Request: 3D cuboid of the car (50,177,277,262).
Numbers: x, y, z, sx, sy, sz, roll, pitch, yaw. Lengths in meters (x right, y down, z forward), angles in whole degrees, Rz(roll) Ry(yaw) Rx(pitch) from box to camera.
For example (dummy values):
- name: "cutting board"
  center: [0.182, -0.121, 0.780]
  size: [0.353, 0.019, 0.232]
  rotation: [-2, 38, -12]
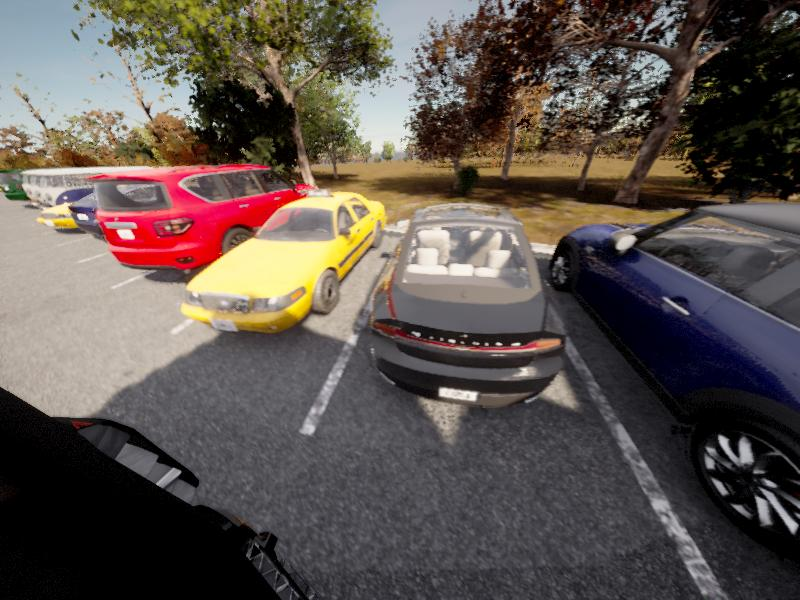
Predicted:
- name: "car"
  center: [-6.764, -2.977, 7.669]
  size: [2.163, 1.488, 4.792]
  rotation: [5, 33, 10]

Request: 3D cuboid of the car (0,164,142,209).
- name: "car"
  center: [-22.083, -7.772, 15.561]
  size: [2.435, 2.045, 5.566]
  rotation: [4, 33, 10]

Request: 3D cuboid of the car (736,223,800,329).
- name: "car"
  center: [6.020, 0.700, 1.097]
  size: [2.097, 1.535, 5.008]
  rotation: [4, 33, 10]

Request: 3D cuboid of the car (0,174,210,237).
- name: "car"
  center: [-11.901, -4.428, 10.186]
  size: [1.946, 1.575, 5.366]
  rotation: [5, 33, 10]

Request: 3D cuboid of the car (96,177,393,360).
- name: "car"
  center: [-1.687, -1.419, 4.869]
  size: [1.946, 1.575, 5.366]
  rotation: [4, 33, 10]

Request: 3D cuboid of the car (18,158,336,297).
- name: "car"
  center: [-4.217, -2.492, 6.235]
  size: [2.435, 2.045, 5.566]
  rotation: [4, 33, 10]

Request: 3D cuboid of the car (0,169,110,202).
- name: "car"
  center: [-27.195, -9.144, 18.248]
  size: [2.185, 1.767, 4.553]
  rotation: [4, 33, 10]

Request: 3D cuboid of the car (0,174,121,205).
- name: "car"
  center: [-24.624, -8.267, 17.029]
  size: [2.002, 1.452, 4.674]
  rotation: [5, 33, 10]

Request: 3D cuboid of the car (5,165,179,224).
- name: "car"
  center: [-14.445, -5.408, 11.456]
  size: [1.878, 1.987, 4.442]
  rotation: [5, 33, 10]

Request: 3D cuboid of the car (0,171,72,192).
- name: "car"
  center: [-41.354, -13.265, 25.771]
  size: [2.231, 1.521, 4.892]
  rotation: [5, 33, 10]

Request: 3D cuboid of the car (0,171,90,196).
- name: "car"
  center: [-35.513, -11.638, 22.872]
  size: [1.946, 1.575, 5.366]
  rotation: [4, 33, 10]

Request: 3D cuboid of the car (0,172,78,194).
- name: "car"
  center: [-38.452, -12.395, 24.240]
  size: [2.231, 1.521, 4.892]
  rotation: [4, 33, 10]

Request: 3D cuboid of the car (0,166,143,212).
- name: "car"
  center: [-19.553, -6.916, 14.120]
  size: [1.878, 1.987, 4.442]
  rotation: [5, 33, 10]

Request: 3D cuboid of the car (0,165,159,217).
- name: "car"
  center: [-17.000, -6.163, 12.788]
  size: [1.878, 1.987, 4.442]
  rotation: [5, 33, 10]

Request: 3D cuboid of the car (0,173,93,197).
- name: "car"
  center: [-32.636, -10.633, 21.190]
  size: [2.163, 1.488, 4.792]
  rotation: [5, 33, 10]

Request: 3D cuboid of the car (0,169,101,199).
- name: "car"
  center: [-29.726, -9.933, 19.633]
  size: [2.185, 1.767, 4.553]
  rotation: [5, 33, 10]

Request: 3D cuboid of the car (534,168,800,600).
- name: "car"
  center: [3.448, -0.124, 2.308]
  size: [2.185, 1.767, 4.553]
  rotation: [4, 33, 10]

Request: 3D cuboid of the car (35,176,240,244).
- name: "car"
  center: [-9.312, -3.763, 9.050]
  size: [2.163, 1.488, 4.792]
  rotation: [4, 33, 10]

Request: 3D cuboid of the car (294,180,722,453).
- name: "car"
  center: [0.896, -0.769, 3.704]
  size: [2.231, 1.521, 4.892]
  rotation: [4, 33, 10]
